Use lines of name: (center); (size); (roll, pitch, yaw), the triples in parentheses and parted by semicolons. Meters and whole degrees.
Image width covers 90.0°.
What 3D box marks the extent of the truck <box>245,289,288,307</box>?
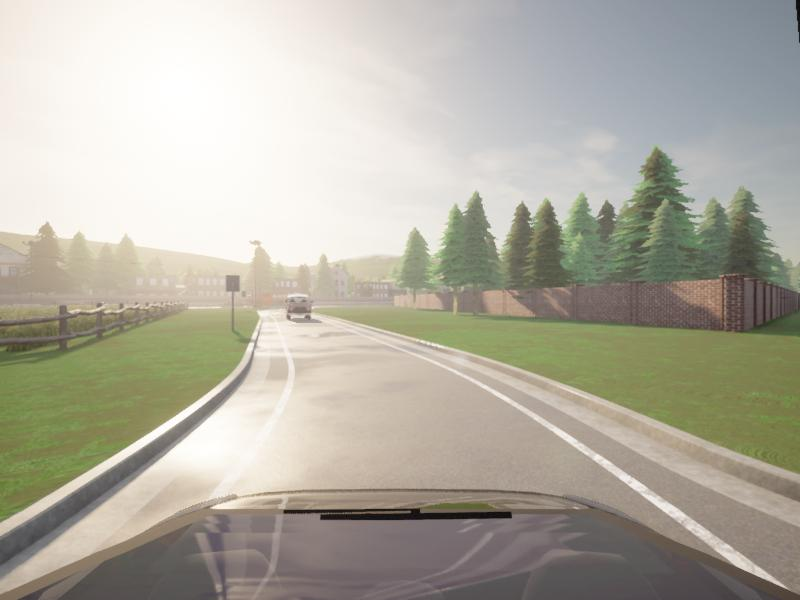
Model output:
truck: (-29.223, -0.387, 87.631); (8.468, 3.827, 2.891); (0, 0, -43)

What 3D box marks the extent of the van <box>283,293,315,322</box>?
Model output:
van: (-7.996, 0.550, 31.329); (2.069, 2.038, 4.480); (0, 0, -19)
